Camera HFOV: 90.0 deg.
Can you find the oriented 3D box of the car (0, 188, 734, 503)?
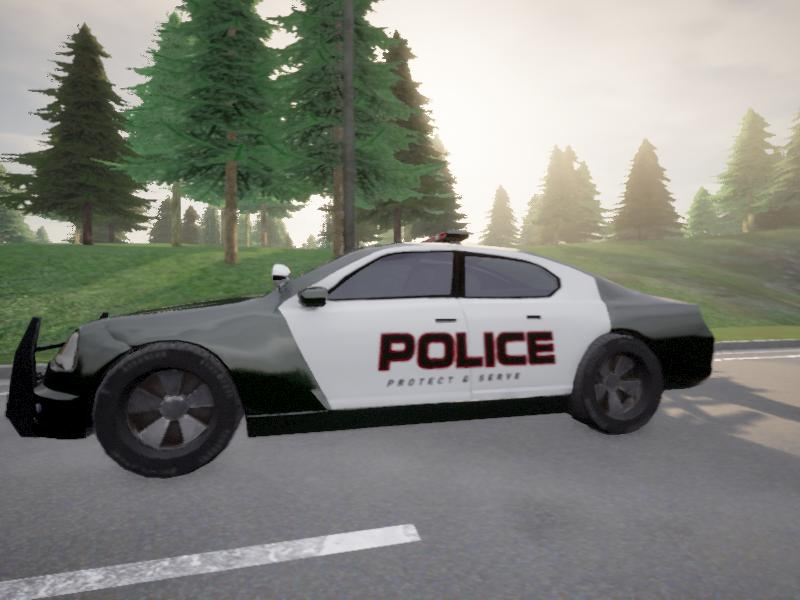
[{"bbox_3d":[-0.081,0.229,3.476,4.974,1.542,2.038,0,0,-14],"label":"car"}]
